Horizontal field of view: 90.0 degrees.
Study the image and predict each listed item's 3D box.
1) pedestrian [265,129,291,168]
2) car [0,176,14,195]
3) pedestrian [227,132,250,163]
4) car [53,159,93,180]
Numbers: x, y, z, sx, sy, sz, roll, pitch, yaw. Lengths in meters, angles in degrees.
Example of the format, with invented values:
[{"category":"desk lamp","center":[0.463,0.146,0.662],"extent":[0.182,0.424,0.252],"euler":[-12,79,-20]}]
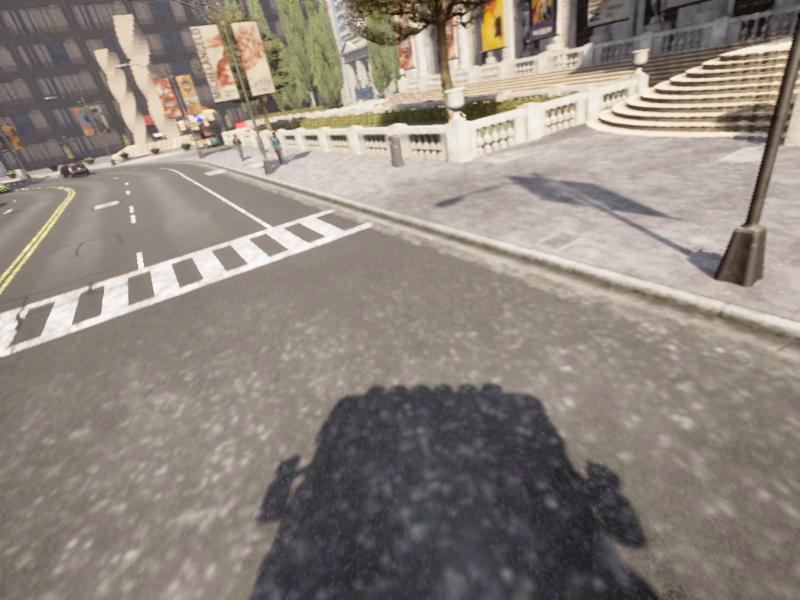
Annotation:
[{"category":"pedestrian","center":[-6.683,-8.338,21.965],"extent":[0.751,1.860,0.751],"euler":[-21,30,-19]},{"category":"car","center":[-41.141,-11.088,39.765],"extent":[4.514,1.525,2.007],"euler":[2,31,23]},{"category":"pedestrian","center":[-11.021,-10.423,27.329],"extent":[0.751,1.860,0.751],"euler":[-25,31,-26]},{"category":"car","center":[-35.305,-14.069,43.161],"extent":[3.988,1.617,1.851],"euler":[11,35,35]}]
